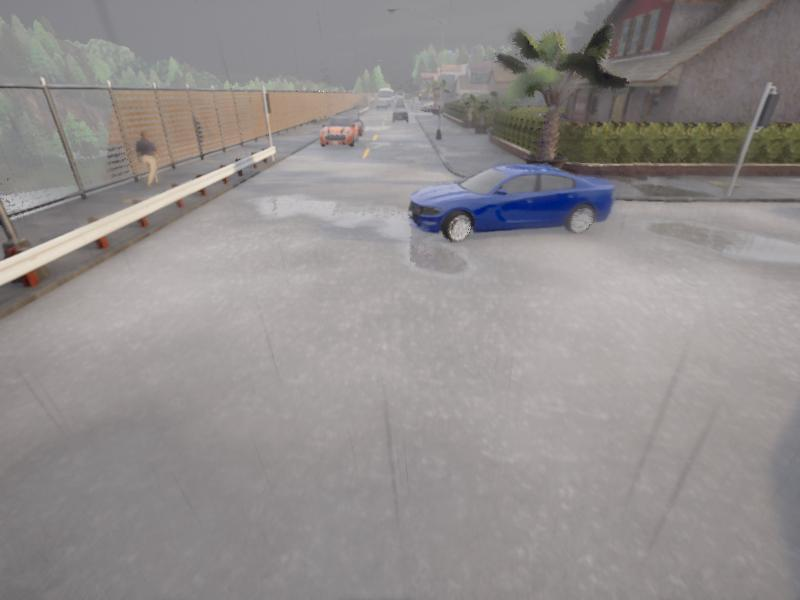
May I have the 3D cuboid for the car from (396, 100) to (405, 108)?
[{"bbox_3d":[0.100,-46.687,95.313,2.242,1.667,4.611,0,27,0],"label":"car"}]

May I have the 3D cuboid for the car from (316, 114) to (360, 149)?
[{"bbox_3d":[-3.941,-11.167,26.266,2.097,1.767,4.553,0,27,0],"label":"car"}]

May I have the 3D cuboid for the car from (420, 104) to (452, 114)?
[{"bbox_3d":[6.250,-33.078,69.249,5.357,1.411,2.033,4,28,8],"label":"car"}]

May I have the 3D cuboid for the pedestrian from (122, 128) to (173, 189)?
[{"bbox_3d":[-8.434,-4.734,13.416,0.751,1.860,0.751,1,27,1],"label":"pedestrian"}]

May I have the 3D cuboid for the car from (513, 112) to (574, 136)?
[{"bbox_3d":[10.590,-13.132,29.759,3.633,1.501,1.845,-1,27,-3],"label":"car"}]

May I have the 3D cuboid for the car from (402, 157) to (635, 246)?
[{"bbox_3d":[2.700,-2.526,9.818,5.008,1.535,1.882,-5,27,-10],"label":"car"}]

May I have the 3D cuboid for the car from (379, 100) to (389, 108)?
[{"bbox_3d":[-3.896,-48.003,97.995,2.242,1.667,4.611,0,27,0],"label":"car"}]

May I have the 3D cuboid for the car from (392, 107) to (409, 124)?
[{"bbox_3d":[0.047,-21.892,47.367,1.882,1.535,5.008,0,27,0],"label":"car"}]

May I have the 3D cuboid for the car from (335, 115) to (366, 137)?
[{"bbox_3d":[-3.972,-14.340,32.885,1.994,1.385,4.181,0,27,0],"label":"car"}]
